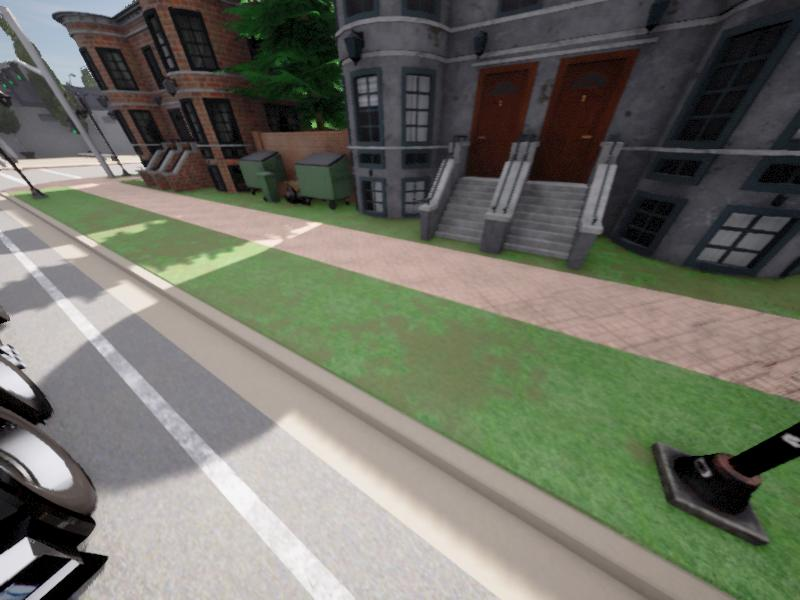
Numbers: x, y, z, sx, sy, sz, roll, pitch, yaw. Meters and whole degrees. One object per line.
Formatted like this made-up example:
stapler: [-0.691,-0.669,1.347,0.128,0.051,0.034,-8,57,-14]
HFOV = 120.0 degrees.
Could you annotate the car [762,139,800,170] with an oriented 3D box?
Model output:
car: [35.207,-12.402,19.647,2.150,2.045,5.566,16,38,22]

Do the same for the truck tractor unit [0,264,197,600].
truck tractor unit: [-5.110,-0.303,0.778,6.516,4.208,3.053,18,39,24]
